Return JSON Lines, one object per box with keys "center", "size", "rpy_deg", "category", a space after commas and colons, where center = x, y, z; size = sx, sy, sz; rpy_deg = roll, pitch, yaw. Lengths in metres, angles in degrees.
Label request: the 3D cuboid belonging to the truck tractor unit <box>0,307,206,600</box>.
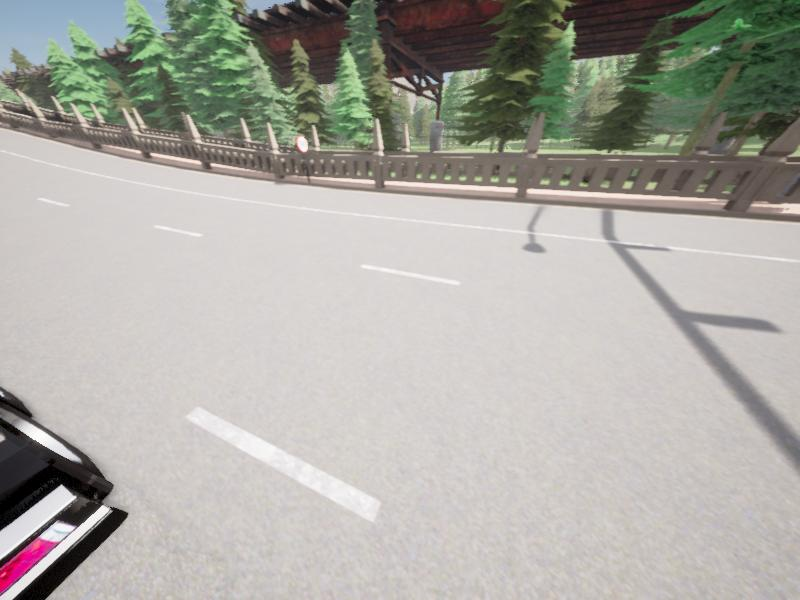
{"center": [-5.229, -0.162, 0.584], "size": [6.516, 4.208, 3.053], "rpy_deg": [13, 37, 18], "category": "truck tractor unit"}
